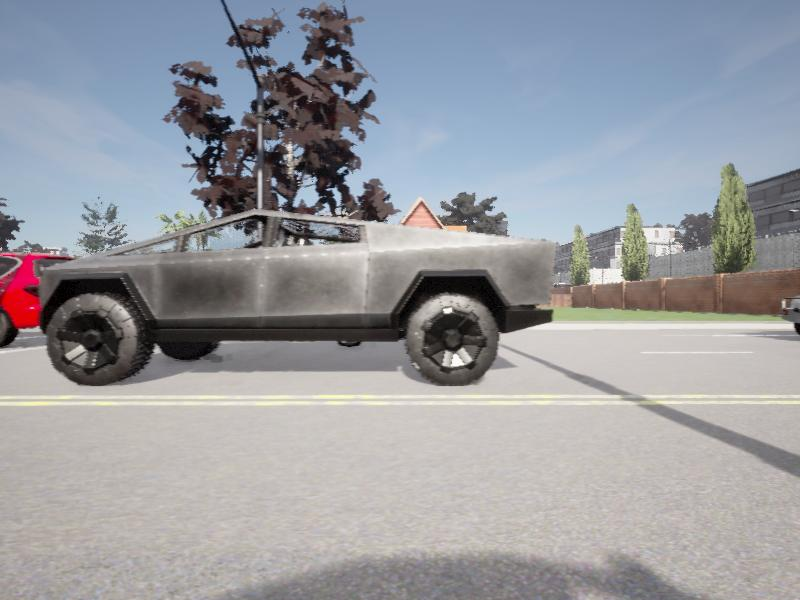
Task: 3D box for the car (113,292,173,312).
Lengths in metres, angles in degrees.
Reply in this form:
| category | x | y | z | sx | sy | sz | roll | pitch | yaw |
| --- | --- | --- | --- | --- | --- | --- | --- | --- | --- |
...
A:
| category | x | y | z | sx | sy | sz | roll | pitch | yaw |
| --- | --- | --- | --- | --- | --- | --- | --- | --- | --- |
| car | -22.369 | 0.189 | 35.129 | 2.152 | 1.651 | 5.027 | 0 | 0 | -2 |

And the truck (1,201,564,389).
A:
| category | x | y | z | sx | sy | sz | roll | pitch | yaw |
| --- | --- | --- | --- | --- | --- | --- | --- | --- | --- |
| truck | -1.309 | -0.057 | 5.660 | 6.274 | 2.098 | 2.390 | 0 | 0 | 0 |

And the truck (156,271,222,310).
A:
| category | x | y | z | sx | sy | sz | roll | pitch | yaw |
| --- | --- | --- | --- | --- | --- | --- | --- | --- | --- |
| truck | -22.645 | -0.912 | 43.639 | 2.891 | 3.827 | 8.468 | 0 | 0 | -2 |

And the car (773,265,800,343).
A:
| category | x | y | z | sx | sy | sz | roll | pitch | yaw |
| --- | --- | --- | --- | --- | --- | --- | --- | --- | --- |
| car | 11.797 | 0.042 | 9.178 | 4.605 | 1.855 | 1.932 | -2 | 0 | 1 |

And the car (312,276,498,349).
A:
| category | x | y | z | sx | sy | sz | roll | pitch | yaw |
| --- | --- | --- | --- | --- | --- | --- | --- | --- | --- |
| car | 0.100 | 0.254 | 9.183 | 3.806 | 1.475 | 1.970 | 0 | 0 | 0 |

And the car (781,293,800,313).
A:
| category | x | y | z | sx | sy | sz | roll | pitch | yaw |
| --- | --- | --- | --- | --- | --- | --- | --- | --- | --- |
| car | 30.457 | 0.236 | 28.503 | 1.837 | 1.490 | 4.892 | 0 | 0 | -1 |

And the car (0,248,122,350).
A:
| category | x | y | z | sx | sy | sz | roll | pitch | yaw |
| --- | --- | --- | --- | --- | --- | --- | --- | --- | --- |
| car | -9.886 | -0.026 | 9.124 | 5.566 | 2.045 | 2.150 | 0 | 0 | 0 |

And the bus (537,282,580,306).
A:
| category | x | y | z | sx | sy | sz | roll | pitch | yaw |
| --- | --- | --- | --- | --- | --- | --- | --- | --- | --- |
| bus | 29.894 | -1.148 | 76.088 | 3.944 | 4.253 | 10.273 | 0 | 0 | -1 |
